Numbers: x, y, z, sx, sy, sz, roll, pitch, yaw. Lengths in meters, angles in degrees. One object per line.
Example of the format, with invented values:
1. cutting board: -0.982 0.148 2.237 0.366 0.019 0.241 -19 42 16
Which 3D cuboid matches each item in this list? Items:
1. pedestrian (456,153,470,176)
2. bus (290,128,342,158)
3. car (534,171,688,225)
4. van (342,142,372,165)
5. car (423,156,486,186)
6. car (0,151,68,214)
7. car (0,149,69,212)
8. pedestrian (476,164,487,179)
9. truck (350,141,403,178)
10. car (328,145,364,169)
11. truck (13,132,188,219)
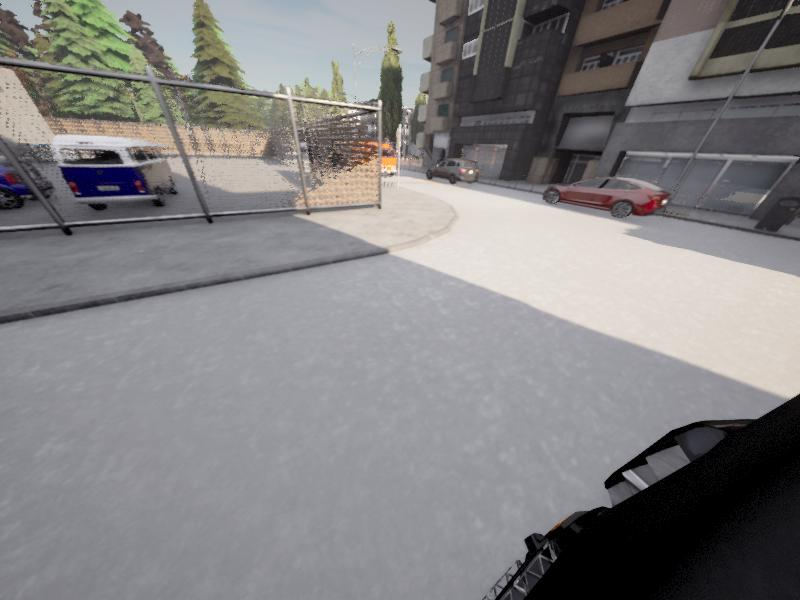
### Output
1. pedestrian: 6.051 -13.062 22.264 0.751 1.860 0.751 -26 43 -36
2. bus: -15.078 -29.191 43.097 3.944 4.253 10.273 8 35 10
3. car: 9.509 -5.070 11.012 2.163 1.488 4.792 -16 38 -26
4. van: -6.234 -21.037 33.022 1.988 2.561 5.915 -16 38 -26
5. car: 4.139 -10.438 18.556 2.242 1.667 4.611 -16 38 -26
6. car: -13.171 -3.420 6.759 2.033 1.415 5.357 -16 38 -26
7. car: -13.444 -3.503 6.734 3.705 1.547 1.789 -16 38 -26
8. pedestrian: 7.362 -11.553 20.769 0.500 1.100 0.500 -13 37 -22
9. truck: -2.217 -12.649 20.699 2.627 2.467 5.204 -16 38 -26
10. car: -6.221 -16.412 26.475 2.150 2.045 5.566 -16 38 -26
11. truck: -9.653 -4.577 8.206 2.069 2.038 4.478 -16 38 -26
